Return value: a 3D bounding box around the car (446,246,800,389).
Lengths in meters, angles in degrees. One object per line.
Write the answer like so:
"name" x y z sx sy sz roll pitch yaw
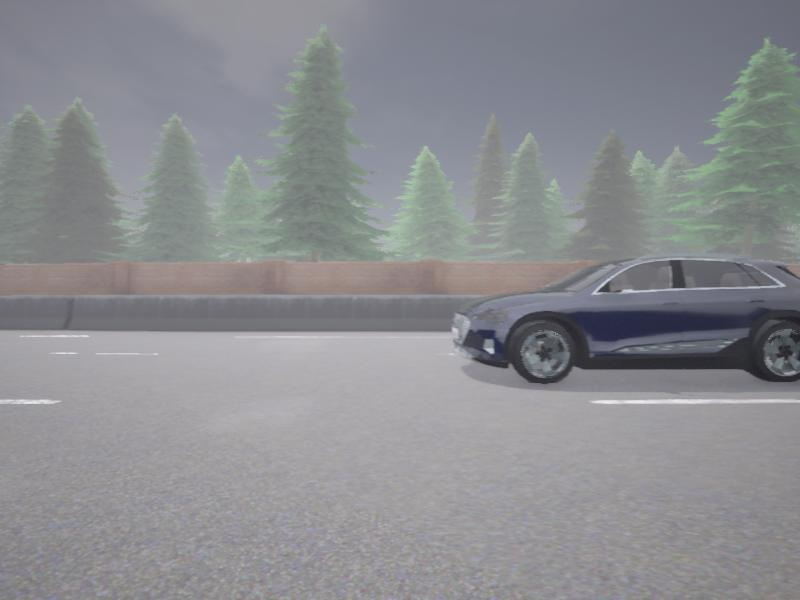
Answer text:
"car" 3.211 0.191 5.676 4.856 1.649 2.033 0 1 -1
